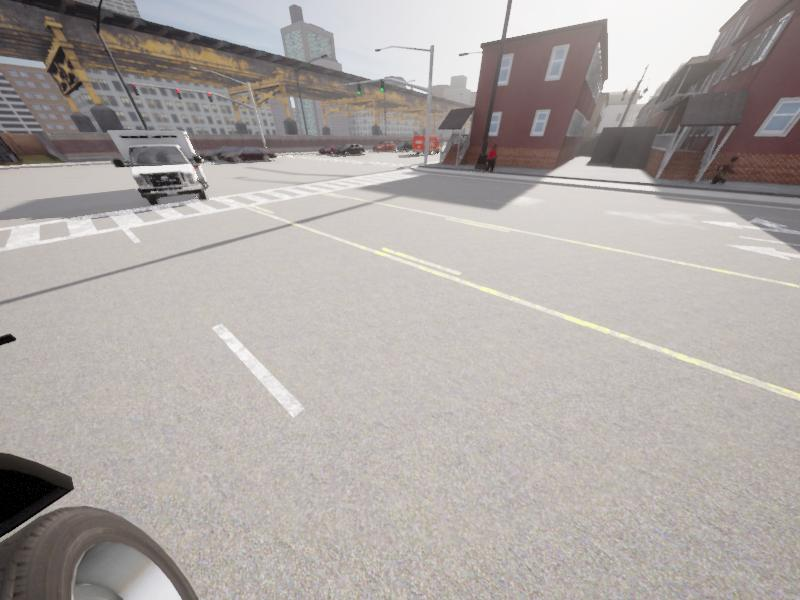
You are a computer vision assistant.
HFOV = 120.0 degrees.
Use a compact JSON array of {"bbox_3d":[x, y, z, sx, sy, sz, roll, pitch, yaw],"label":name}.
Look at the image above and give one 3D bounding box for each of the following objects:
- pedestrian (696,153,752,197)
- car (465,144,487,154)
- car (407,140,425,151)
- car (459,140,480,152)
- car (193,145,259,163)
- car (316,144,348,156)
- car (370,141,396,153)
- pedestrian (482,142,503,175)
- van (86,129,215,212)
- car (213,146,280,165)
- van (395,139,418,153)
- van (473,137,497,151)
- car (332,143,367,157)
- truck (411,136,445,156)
[{"bbox_3d":[16.587,-6.427,11.900,0.751,1.860,0.751,23,41,29],"label":"pedestrian"},{"bbox_3d":[13.441,-26.875,40.977,1.994,1.385,4.181,25,42,31],"label":"car"},{"bbox_3d":[3.461,-32.852,48.942,1.905,1.878,3.866,24,41,30],"label":"car"},{"bbox_3d":[13.746,-30.573,45.787,1.932,1.855,4.605,24,42,30],"label":"car"},{"bbox_3d":[-19.015,-16.159,25.515,2.033,1.411,5.357,24,42,30],"label":"car"},{"bbox_3d":[-10.163,-22.643,34.805,1.994,1.385,4.181,24,42,30],"label":"car"},{"bbox_3d":[-2.987,-28.031,42.244,2.242,1.667,4.611,24,42,30],"label":"car"},{"bbox_3d":[6.306,-9.728,15.849,0.751,1.860,0.751,23,41,29],"label":"pedestrian"},{"bbox_3d":[-10.478,-6.102,10.399,2.351,2.431,6.366,-23,41,-29],"label":"van"},{"bbox_3d":[-15.830,-15.222,24.207,2.033,1.411,5.357,24,42,30],"label":"car"},{"bbox_3d":[1.258,-28.001,41.953,1.775,1.987,4.442,24,42,30],"label":"van"},{"bbox_3d":[18.658,-34.399,50.776,2.351,2.431,6.366,24,42,30],"label":"van"},{"bbox_3d":[-7.168,-21.615,33.258,1.837,1.490,4.892,24,41,30],"label":"car"},{"bbox_3d":[4.367,-23.931,35.777,2.627,2.467,5.204,24,42,30],"label":"truck"}]
